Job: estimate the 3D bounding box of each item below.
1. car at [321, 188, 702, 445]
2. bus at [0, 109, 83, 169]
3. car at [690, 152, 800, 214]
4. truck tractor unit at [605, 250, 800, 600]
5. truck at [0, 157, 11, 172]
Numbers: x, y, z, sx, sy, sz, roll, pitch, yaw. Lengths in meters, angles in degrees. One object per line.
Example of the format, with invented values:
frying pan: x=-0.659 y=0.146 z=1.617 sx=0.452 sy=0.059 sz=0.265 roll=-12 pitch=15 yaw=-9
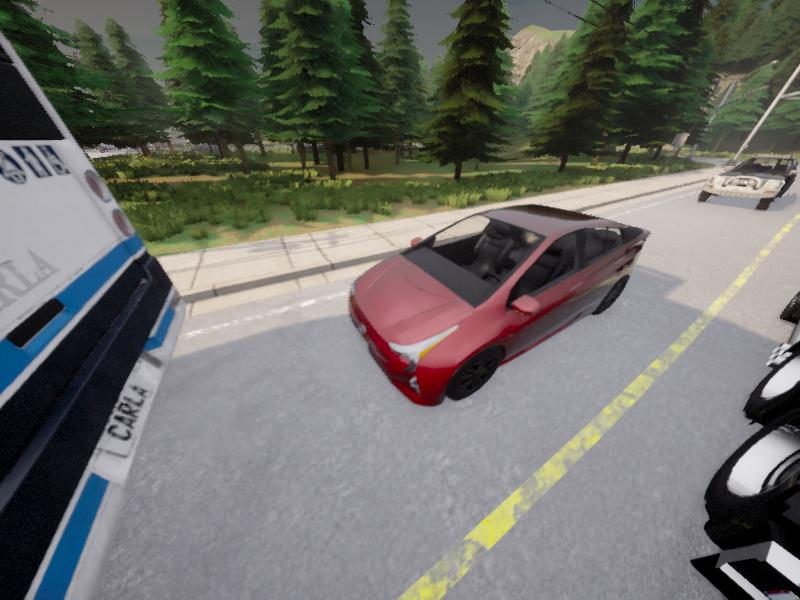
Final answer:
car: x=1.546 y=-0.433 z=3.300 sx=4.514 sy=1.525 sz=2.007 roll=-18 pitch=39 yaw=-24
bus: x=-37.800 y=-15.763 z=22.702 sx=3.944 sy=4.253 sz=10.273 roll=-19 pitch=39 yaw=-26
car: x=15.245 y=-5.186 z=9.946 sx=4.605 sy=1.855 sz=1.932 roll=-18 pitch=39 yaw=-25
truck tractor unit: x=5.083 y=-0.328 z=0.813 sx=6.516 sy=4.208 sz=3.053 roll=-19 pitch=39 yaw=-25
truck: x=-32.285 y=-9.944 z=16.265 sx=2.390 sy=2.098 sz=6.274 roll=-19 pitch=39 yaw=-26
